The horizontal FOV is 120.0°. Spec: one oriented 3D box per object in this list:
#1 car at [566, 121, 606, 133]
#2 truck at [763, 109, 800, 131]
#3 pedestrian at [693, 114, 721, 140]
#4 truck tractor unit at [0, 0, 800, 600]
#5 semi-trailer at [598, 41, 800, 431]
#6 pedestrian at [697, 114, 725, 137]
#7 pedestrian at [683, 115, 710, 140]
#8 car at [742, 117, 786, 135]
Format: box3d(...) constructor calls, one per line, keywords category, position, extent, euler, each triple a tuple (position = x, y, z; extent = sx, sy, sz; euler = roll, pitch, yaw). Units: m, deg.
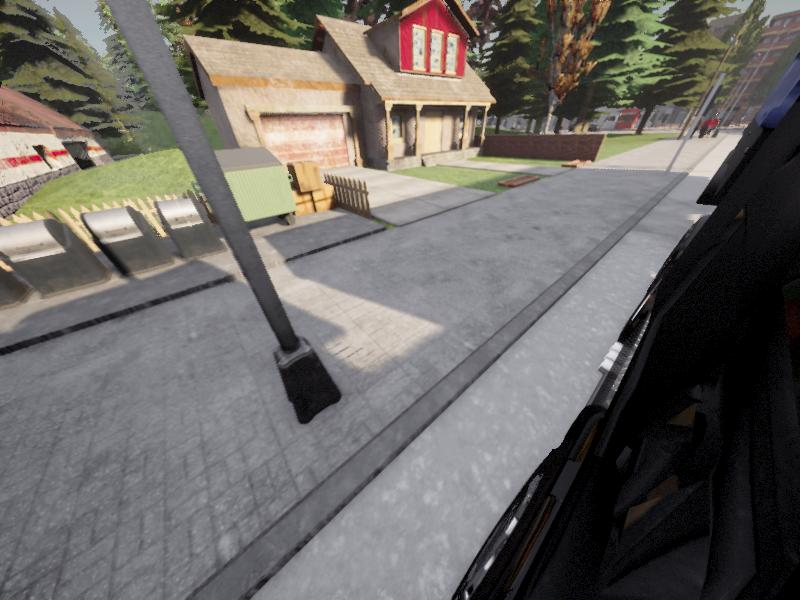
box3d(category="car", position=(33.606, -31.325, 41.905), extent=(2.152, 1.651, 5.027), euler=(-28, 44, -30))
box3d(category="truck", position=(48.639, -21.246, 27.110), extent=(2.390, 2.098, 6.274), euler=(-28, 44, -30))
box3d(category="pedestrian", position=(27.947, -15.724, 21.056), extent=(0.751, 1.860, 0.751), euler=(28, 46, 34))
box3d(category="truck tractor unit", position=(2.645, -0.295, 0.351), extent=(6.516, 4.208, 3.053), euler=(-28, 44, -30))
box3d(category="semi-trailer", position=(8.690, -3.615, 4.227), extent=(14.254, 4.402, 2.717), euler=(-28, 44, -30))
box3d(category="pedestrian", position=(31.244, -17.512, 23.232), extent=(0.751, 1.860, 0.751), euler=(-20, 40, -22))
box3d(category="pedestrian", position=(27.605, -16.084, 21.559), extent=(0.751, 1.860, 0.751), euler=(26, 46, 33))
box3d(category="car", position=(39.948, -19.227, 25.495), extent=(4.193, 1.474, 1.816), euler=(-31, 45, -33))
